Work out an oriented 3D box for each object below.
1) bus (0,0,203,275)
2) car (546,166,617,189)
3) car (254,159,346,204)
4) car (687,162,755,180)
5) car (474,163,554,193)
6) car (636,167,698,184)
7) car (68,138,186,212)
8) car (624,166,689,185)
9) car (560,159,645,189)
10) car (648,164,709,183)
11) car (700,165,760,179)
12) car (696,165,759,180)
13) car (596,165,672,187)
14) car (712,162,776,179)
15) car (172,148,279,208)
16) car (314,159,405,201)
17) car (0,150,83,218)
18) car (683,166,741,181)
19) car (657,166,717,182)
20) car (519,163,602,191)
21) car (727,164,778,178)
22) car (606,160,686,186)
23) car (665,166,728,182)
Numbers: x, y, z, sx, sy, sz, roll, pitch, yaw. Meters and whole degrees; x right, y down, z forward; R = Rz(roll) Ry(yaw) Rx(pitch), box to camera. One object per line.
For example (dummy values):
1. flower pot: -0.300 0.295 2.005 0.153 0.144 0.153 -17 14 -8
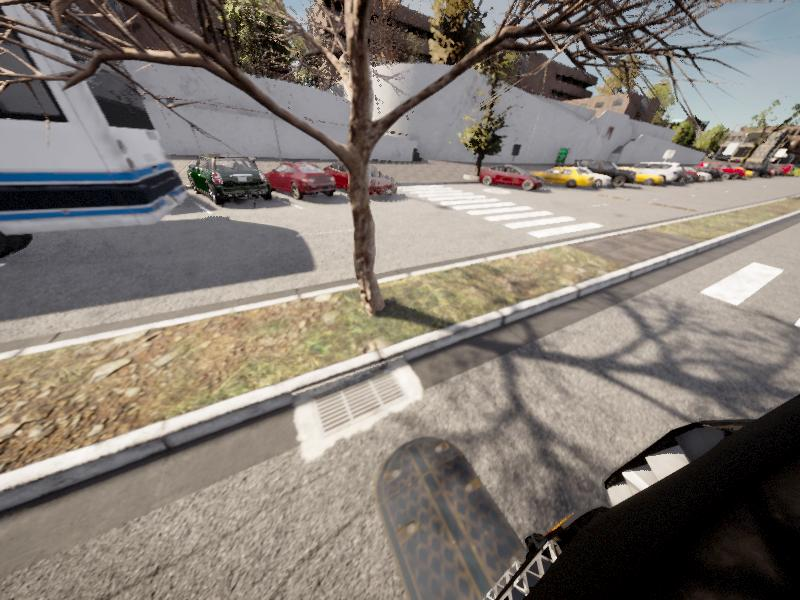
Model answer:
1. bus: -10.310 -2.590 3.230 10.273 4.253 3.944 -14 37 -24
2. car: 16.373 -11.238 21.015 4.674 1.452 2.002 28 40 34
3. car: -4.966 -5.963 11.327 4.674 1.452 2.002 28 41 34
4. car: 48.436 -19.697 35.148 5.566 2.045 2.435 28 41 34
5. car: 8.394 -9.253 17.364 4.792 1.488 2.163 28 40 34
6. car: 32.395 -15.292 28.212 4.674 1.452 2.002 28 41 34
7. car: -10.344 -4.926 8.844 4.442 1.987 1.878 28 41 34
8. car: 29.696 -14.624 27.020 4.792 1.488 2.163 28 41 34
9. car: 19.081 -12.134 22.049 5.566 2.045 2.435 28 40 34
10. car: 35.044 -16.134 29.324 4.553 1.767 2.185 28 41 34
11. car: 53.601 -20.954 37.769 5.366 1.575 1.946 28 41 34
12. car: 51.212 -20.122 36.378 5.366 1.575 1.946 28 41 34
13. car: 24.519 -13.210 24.496 5.366 1.575 1.946 28 41 34
14. car: 59.055 -22.479 39.920 5.566 2.045 2.435 28 41 34
15. car: -7.588 -5.439 10.020 4.553 1.767 2.185 28 41 34
16. car: -2.274 -6.623 12.523 4.792 1.488 2.163 28 40 34
17. car: -12.912 -4.035 7.697 4.892 1.521 2.231 28 41 34
18. car: 45.760 -18.765 34.115 4.792 1.488 2.163 28 41 34
19. car: 37.729 -16.677 30.584 4.674 1.452 2.002 28 41 34
20. car: 13.568 -10.678 19.879 5.366 1.575 1.946 28 41 34
21. car: 64.434 -23.723 42.341 4.553 1.767 2.185 28 41 34
22. car: 27.039 -14.177 25.674 5.566 2.045 2.435 28 41 34
23. car: 40.402 -17.401 31.739 5.008 1.535 2.097 28 42 34
